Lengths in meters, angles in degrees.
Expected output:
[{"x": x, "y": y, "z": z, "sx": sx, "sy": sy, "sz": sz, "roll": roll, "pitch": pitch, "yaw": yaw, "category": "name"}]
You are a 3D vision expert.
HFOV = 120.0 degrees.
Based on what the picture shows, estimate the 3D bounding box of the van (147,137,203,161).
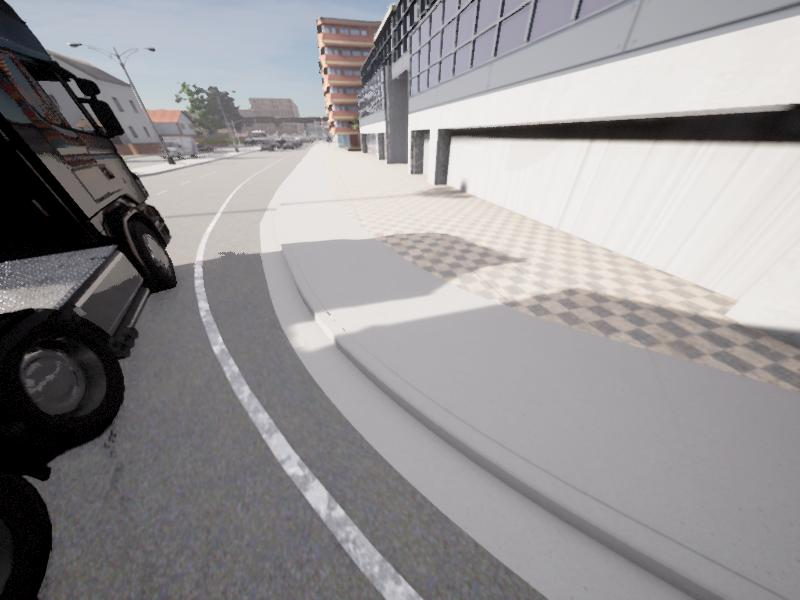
[{"x": -29.409, "y": -20.119, "z": 30.608, "sx": 2.351, "sy": 2.431, "sz": 6.366, "roll": -10, "pitch": 37, "yaw": -12, "category": "van"}]

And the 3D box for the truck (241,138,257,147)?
[{"x": -47.527, "y": -49.876, "z": 72.969, "sx": 2.390, "sy": 2.098, "sz": 6.274, "roll": -10, "pitch": 36, "yaw": -12, "category": "truck"}]

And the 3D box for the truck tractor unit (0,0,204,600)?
[{"x": -4.419, "y": -0.703, "z": 1.348, "sx": 3.053, "sy": 4.208, "sz": 6.516, "roll": -19, "pitch": 39, "yaw": -23, "category": "truck tractor unit"}]

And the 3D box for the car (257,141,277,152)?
[{"x": -26.251, "y": -30.531, "z": 45.802, "sx": 2.242, "sy": 1.667, "sz": 4.611, "roll": -10, "pitch": 36, "yaw": -12, "category": "car"}]
